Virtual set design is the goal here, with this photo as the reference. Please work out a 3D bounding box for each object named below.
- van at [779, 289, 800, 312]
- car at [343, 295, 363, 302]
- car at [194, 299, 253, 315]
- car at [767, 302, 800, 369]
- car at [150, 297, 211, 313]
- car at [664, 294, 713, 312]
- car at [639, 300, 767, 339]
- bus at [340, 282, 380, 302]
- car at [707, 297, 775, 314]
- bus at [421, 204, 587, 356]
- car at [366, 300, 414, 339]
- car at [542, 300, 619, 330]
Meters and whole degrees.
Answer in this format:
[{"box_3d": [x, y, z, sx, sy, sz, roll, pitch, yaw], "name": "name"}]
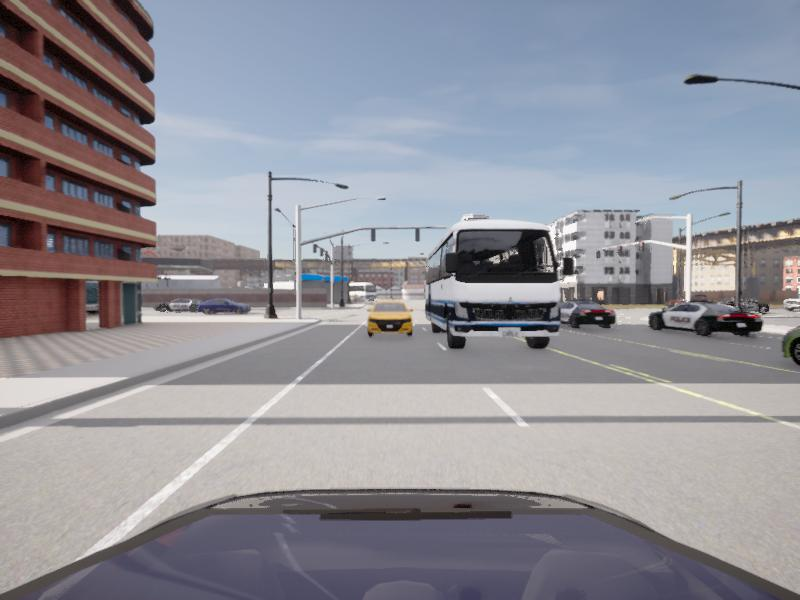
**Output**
[{"box_3d": [45.194, 0.050, 43.171, 6.366, 2.431, 2.351, 0, 1, -1], "name": "van"}, {"box_3d": [-10.494, -0.383, 88.687, 1.801, 1.575, 5.366, -1, 1, -39], "name": "car"}, {"box_3d": [-16.424, 0.630, 37.433, 4.674, 1.442, 1.812, 0, 1, -4], "name": "car"}, {"box_3d": [10.235, 0.817, 7.775, 2.007, 1.525, 4.514, 0, 0, -1], "name": "car"}, {"box_3d": [-22.357, 0.517, 40.897, 4.974, 1.542, 2.038, 0, 1, -3], "name": "car"}, {"box_3d": [30.815, 0.322, 42.808, 3.866, 1.878, 1.905, 0, 1, -2], "name": "car"}, {"box_3d": [13.635, 0.788, 18.498, 2.038, 1.542, 4.974, 0, 0, -2], "name": "car"}, {"box_3d": [-9.479, -1.821, 92.890, 3.944, 4.253, 10.273, -1, 1, -42], "name": "bus"}, {"box_3d": [33.560, 0.509, 39.434, 5.238, 1.638, 1.930, 0, 1, -3], "name": "car"}, {"box_3d": [3.177, -0.573, 16.349, 3.944, 4.253, 10.273, 0, 0, -1], "name": "bus"}, {"box_3d": [-0.448, 0.772, 18.249, 1.882, 1.535, 5.008, 0, 0, -1], "name": "car"}, {"box_3d": [10.057, 0.753, 22.799, 2.038, 1.542, 4.974, 0, 0, -2], "name": "car"}]
